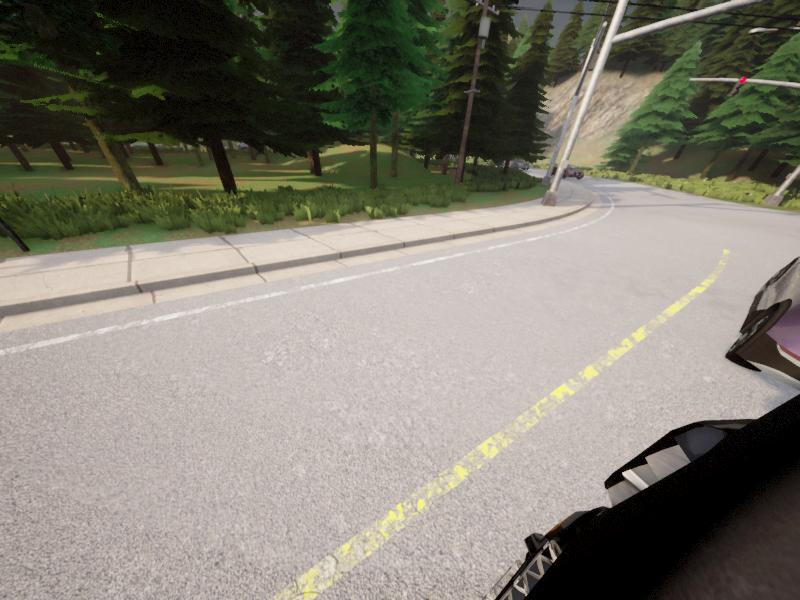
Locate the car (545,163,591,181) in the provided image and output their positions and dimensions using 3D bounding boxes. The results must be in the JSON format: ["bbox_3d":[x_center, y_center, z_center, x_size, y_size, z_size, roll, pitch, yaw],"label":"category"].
[{"bbox_3d":[18.802,-14.555,26.086,1.994,1.385,4.181,2,34,-2],"label":"car"}]

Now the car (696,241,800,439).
[{"bbox_3d":[6.133,0.167,2.698,4.856,1.649,2.033,-17,39,-28],"label":"car"}]

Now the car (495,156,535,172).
[{"bbox_3d":[16.926,-20.323,34.398,2.152,1.651,5.027,-11,36,-20],"label":"car"}]
